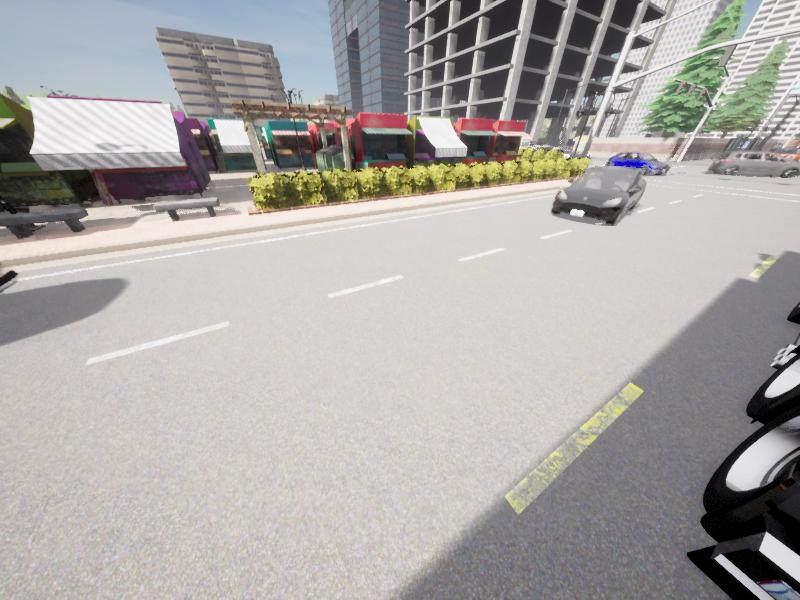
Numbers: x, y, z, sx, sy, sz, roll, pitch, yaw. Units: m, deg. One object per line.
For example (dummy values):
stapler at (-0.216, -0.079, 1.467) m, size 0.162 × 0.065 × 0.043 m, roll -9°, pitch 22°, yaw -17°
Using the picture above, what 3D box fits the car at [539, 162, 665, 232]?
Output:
car at (7.549, -4.054, 8.573) m, size 4.792 × 1.488 × 2.163 m, roll -27°, pitch 43°, yaw -33°

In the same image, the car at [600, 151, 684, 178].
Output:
car at (19.021, -10.947, 18.493) m, size 1.816 × 1.474 × 4.193 m, roll -6°, pitch 36°, yaw -10°

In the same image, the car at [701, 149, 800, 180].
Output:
car at (27.705, -10.614, 17.958) m, size 4.611 × 1.667 × 2.242 m, roll 18°, pitch 39°, yaw 24°

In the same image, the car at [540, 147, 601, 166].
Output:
car at (19.033, -16.328, 26.137) m, size 2.038 × 1.542 × 4.974 m, roll -18°, pitch 38°, yaw -24°

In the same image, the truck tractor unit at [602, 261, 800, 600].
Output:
truck tractor unit at (5.104, -0.307, 0.788) m, size 6.516 × 4.208 × 3.053 m, roll -19°, pitch 39°, yaw -24°

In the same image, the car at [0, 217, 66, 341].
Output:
car at (-7.898, 0.238, 2.166) m, size 4.856 × 1.649 × 2.033 m, roll -18°, pitch 39°, yaw -24°

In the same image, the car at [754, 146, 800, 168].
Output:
car at (41.591, -15.602, 25.131) m, size 4.553 × 1.767 × 2.097 m, roll -18°, pitch 39°, yaw -24°
